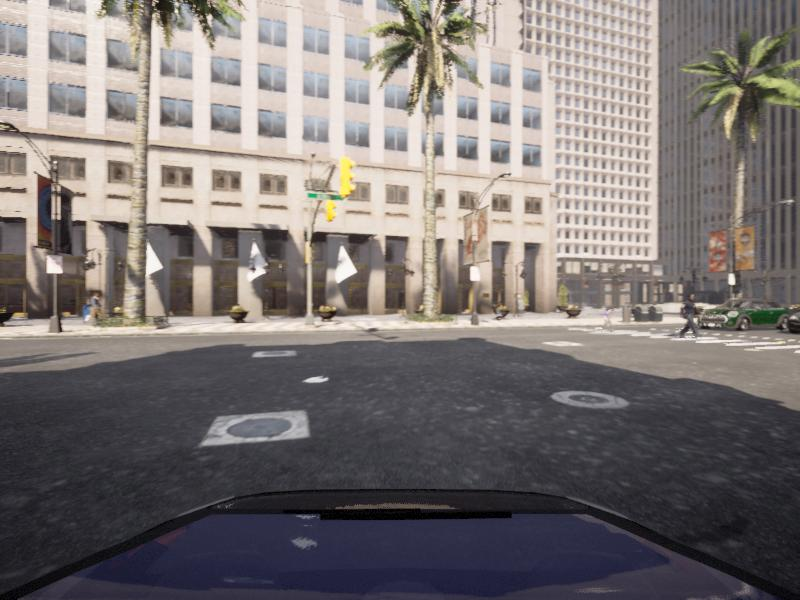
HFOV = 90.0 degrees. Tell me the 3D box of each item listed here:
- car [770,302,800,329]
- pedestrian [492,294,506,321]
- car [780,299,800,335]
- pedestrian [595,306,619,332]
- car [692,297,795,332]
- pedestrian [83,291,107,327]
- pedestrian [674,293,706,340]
[{"bbox_3d":[24.696,0.871,23.522,4.974,1.542,2.038,0,0,-16],"label":"car"},{"bbox_3d":[6.857,0.505,27.760,0.751,1.860,0.751,0,0,-4],"label":"pedestrian"},{"bbox_3d":[20.765,0.793,18.758,4.611,1.667,2.242,0,0,-16],"label":"car"},{"bbox_3d":[10.418,0.940,20.107,0.751,1.300,0.751,0,0,-18],"label":"pedestrian"},{"bbox_3d":[18.668,0.729,21.797,4.553,1.767,2.097,0,0,-16],"label":"car"},{"bbox_3d":[-16.124,0.469,21.167,0.751,1.860,0.751,0,0,-13],"label":"pedestrian"},{"bbox_3d":[11.873,0.660,16.397,0.751,1.860,0.751,0,0,-9],"label":"pedestrian"}]
